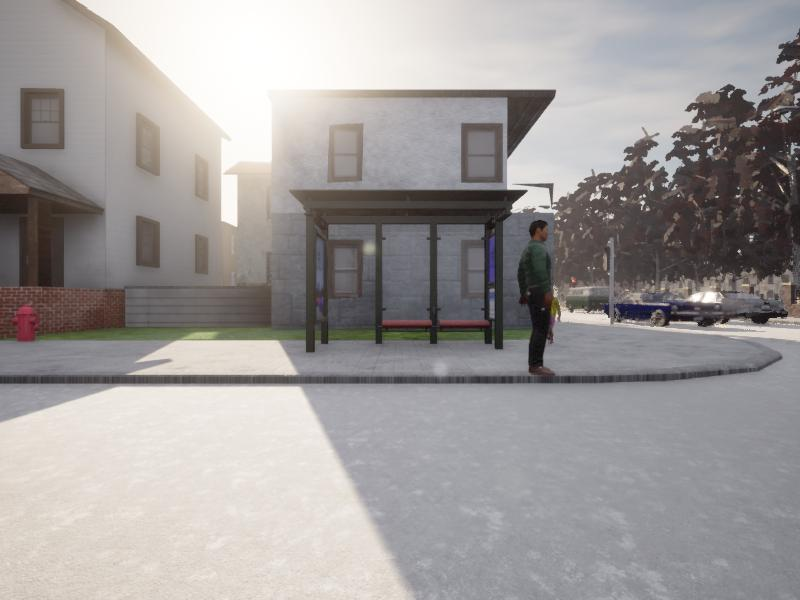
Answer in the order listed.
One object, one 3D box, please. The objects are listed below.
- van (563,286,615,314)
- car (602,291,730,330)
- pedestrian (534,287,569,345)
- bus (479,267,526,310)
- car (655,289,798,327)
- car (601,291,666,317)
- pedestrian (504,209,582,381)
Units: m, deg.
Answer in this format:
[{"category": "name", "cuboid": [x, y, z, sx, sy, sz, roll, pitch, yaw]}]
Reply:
[{"category": "van", "cuboid": [14.274, -0.002, 30.573, 1.775, 1.987, 4.442, 0, 0, -2]}, {"category": "car", "cuboid": [10.098, 0.344, 15.758, 1.895, 1.301, 4.718, 0, 0, 0]}, {"category": "pedestrian", "cuboid": [2.989, 0.305, 7.888, 0.500, 1.100, 0.500, 0, 0, 39]}, {"category": "bus", "cuboid": [10.979, -1.134, 44.175, 3.944, 4.253, 10.273, 0, 0, 8]}, {"category": "car", "cuboid": [13.945, 0.295, 17.673, 2.033, 1.411, 5.357, 0, 0, 2]}, {"category": "car", "cuboid": [14.194, 0.227, 24.567, 1.845, 1.501, 3.633, 0, 0, -1]}, {"category": "pedestrian", "cuboid": [1.661, -0.054, 4.766, 0.751, 1.860, 0.751, 0, 0, 9]}]
